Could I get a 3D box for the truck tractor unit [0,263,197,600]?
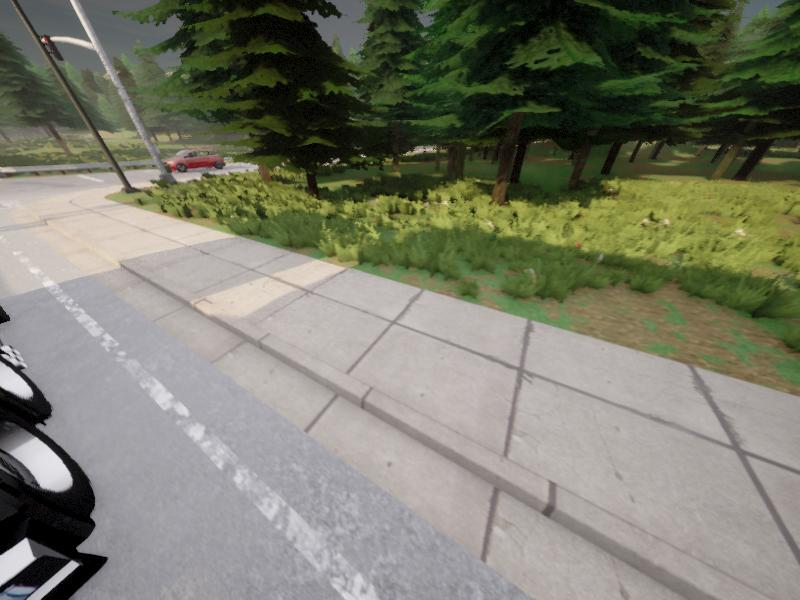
[{"bbox_3d":[-5.108,-0.305,0.782,6.516,4.208,3.053,18,39,24],"label":"truck tractor unit"}]
